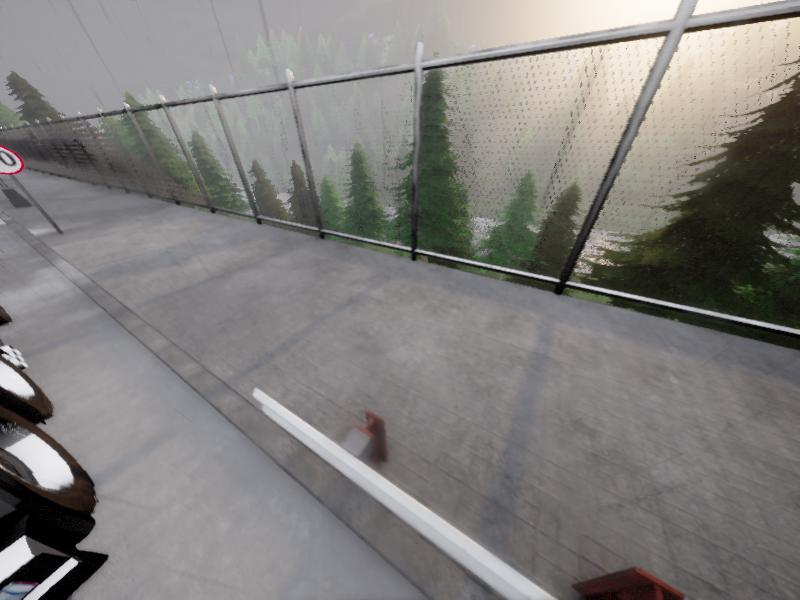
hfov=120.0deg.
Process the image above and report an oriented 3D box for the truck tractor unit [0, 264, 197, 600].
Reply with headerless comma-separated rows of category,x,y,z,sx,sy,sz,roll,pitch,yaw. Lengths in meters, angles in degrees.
truck tractor unit,-5.121,-0.287,0.783,6.516,4.208,3.053,18,39,24
